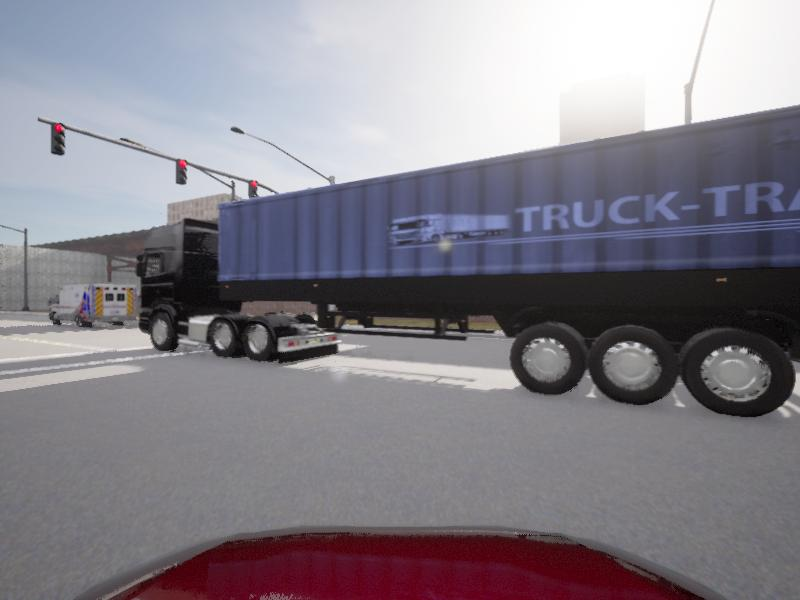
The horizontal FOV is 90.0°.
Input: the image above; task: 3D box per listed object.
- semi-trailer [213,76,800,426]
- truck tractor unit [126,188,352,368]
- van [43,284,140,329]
[{"bbox_3d":[1.847,-0.616,8.392,14.254,4.402,2.717,0,0,30],"label":"semi-trailer"},{"bbox_3d":[-5.039,-0.526,12.300,6.516,4.208,3.053,0,0,30],"label":"truck tractor unit"},{"bbox_3d":[-18.598,0.356,24.026,6.366,2.431,2.351,0,0,30],"label":"van"}]
